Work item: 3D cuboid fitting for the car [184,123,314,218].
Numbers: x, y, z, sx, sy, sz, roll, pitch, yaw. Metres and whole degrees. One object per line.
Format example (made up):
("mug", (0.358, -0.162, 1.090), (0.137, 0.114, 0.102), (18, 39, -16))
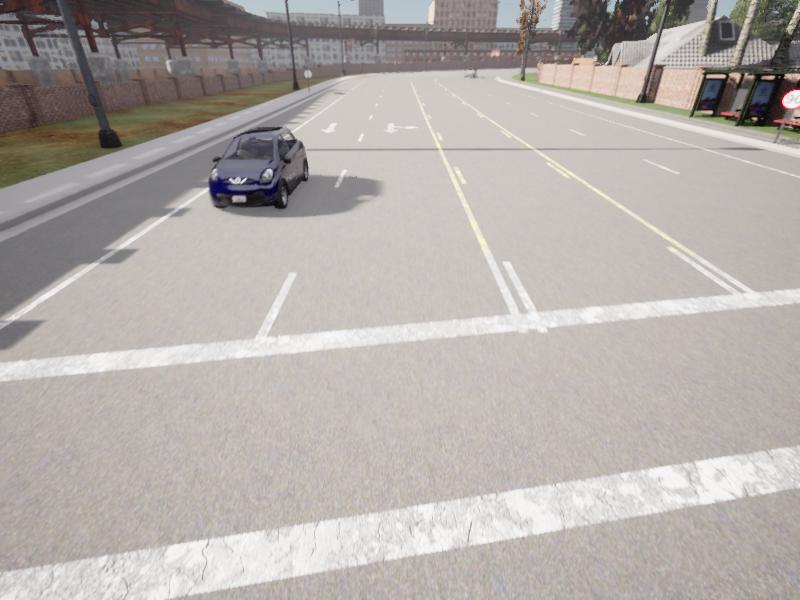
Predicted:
("car", (-3.524, -3.426, 10.156), (1.845, 1.501, 3.633), (0, 31, 0))
